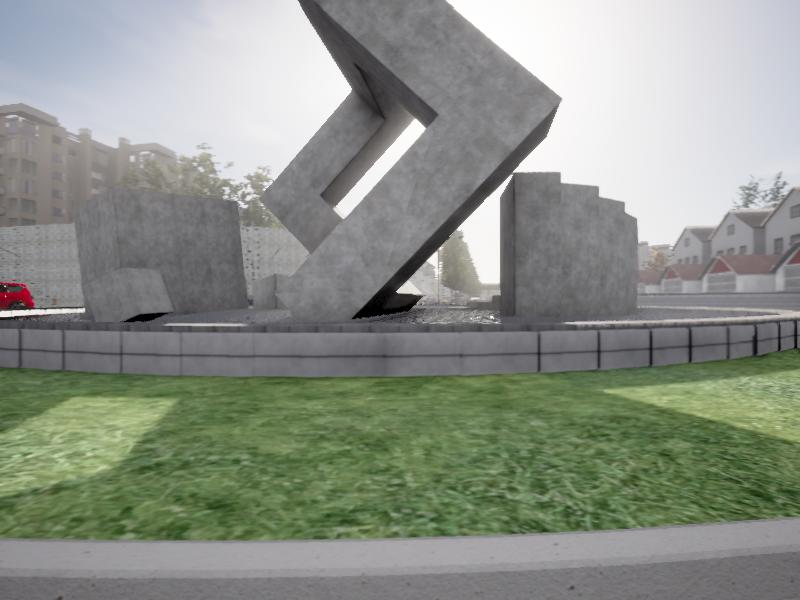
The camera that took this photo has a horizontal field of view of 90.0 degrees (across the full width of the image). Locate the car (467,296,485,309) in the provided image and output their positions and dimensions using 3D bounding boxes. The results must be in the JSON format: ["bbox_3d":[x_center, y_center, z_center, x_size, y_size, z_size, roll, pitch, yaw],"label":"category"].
[{"bbox_3d":[9.437,0.315,49.976,2.038,1.542,4.974,0,0,10],"label":"car"}]

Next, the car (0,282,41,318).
[{"bbox_3d":[-23.581,0.007,22.009,2.150,2.045,5.566,0,0,11],"label":"car"}]
